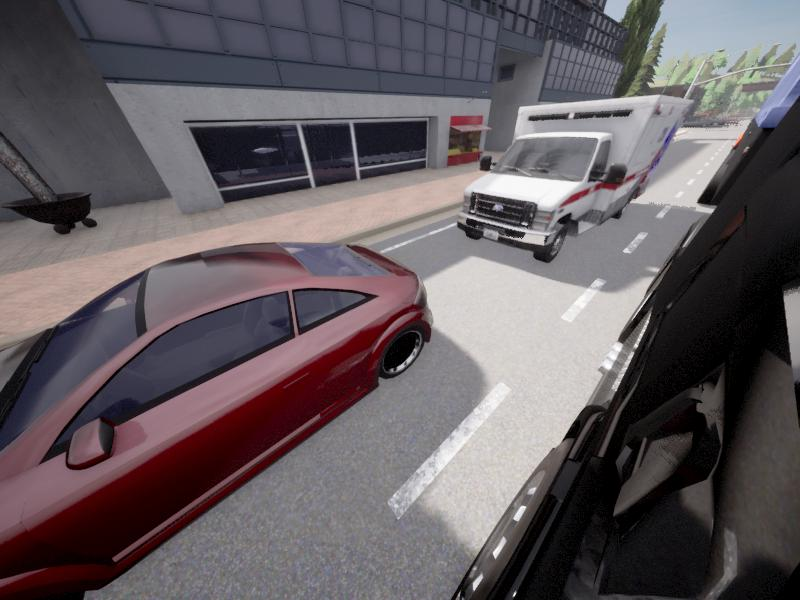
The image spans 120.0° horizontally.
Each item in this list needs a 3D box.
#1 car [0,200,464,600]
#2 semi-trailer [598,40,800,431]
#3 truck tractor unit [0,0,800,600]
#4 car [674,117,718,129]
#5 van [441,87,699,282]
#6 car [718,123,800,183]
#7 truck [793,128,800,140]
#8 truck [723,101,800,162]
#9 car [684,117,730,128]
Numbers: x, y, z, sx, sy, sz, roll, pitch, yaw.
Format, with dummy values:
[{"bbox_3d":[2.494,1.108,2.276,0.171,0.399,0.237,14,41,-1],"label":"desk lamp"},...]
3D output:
[{"bbox_3d":[-1.649,0.425,2.035,4.181,1.385,1.994,-28,44,-30],"label":"car"},{"bbox_3d":[8.696,-3.608,4.229,14.254,4.402,2.717,-28,44,-30],"label":"semi-trailer"},{"bbox_3d":[2.645,-0.295,0.351,6.516,4.208,3.053,-28,44,-30],"label":"truck tractor unit"},{"bbox_3d":[52.809,-31.605,41.360,2.007,1.525,4.514,-28,44,-30],"label":"car"},{"bbox_3d":[4.107,-3.083,5.477,6.366,2.431,2.351,-28,44,-30],"label":"van"},{"bbox_3d":[15.845,-6.293,9.674,4.611,1.667,2.242,-28,44,-30],"label":"car"},{"bbox_3d":[38.076,-15.709,20.197,5.204,2.467,2.627,-29,44,-30],"label":"truck"},{"bbox_3d":[21.408,-9.577,13.038,5.204,2.467,2.627,-28,44,-30],"label":"truck"},{"bbox_3d":[56.190,-32.573,42.422,2.163,1.488,4.792,-28,44,-30],"label":"car"}]
